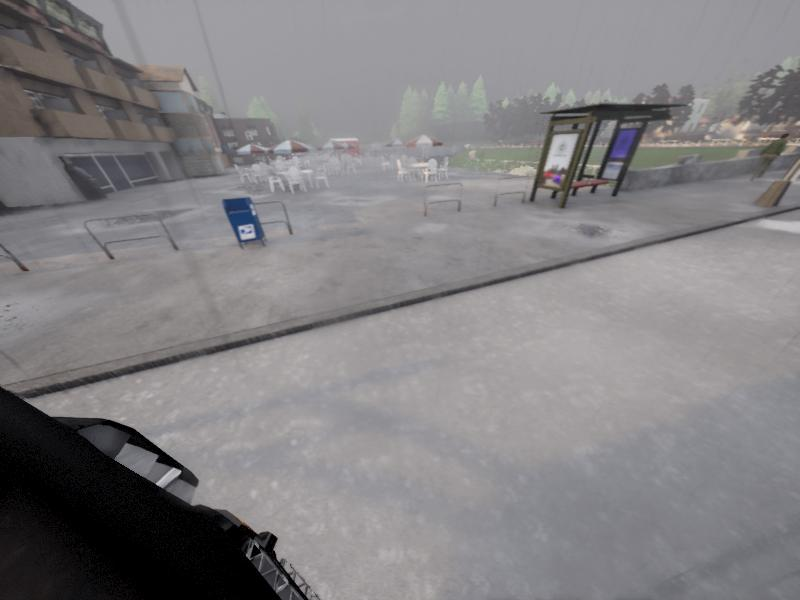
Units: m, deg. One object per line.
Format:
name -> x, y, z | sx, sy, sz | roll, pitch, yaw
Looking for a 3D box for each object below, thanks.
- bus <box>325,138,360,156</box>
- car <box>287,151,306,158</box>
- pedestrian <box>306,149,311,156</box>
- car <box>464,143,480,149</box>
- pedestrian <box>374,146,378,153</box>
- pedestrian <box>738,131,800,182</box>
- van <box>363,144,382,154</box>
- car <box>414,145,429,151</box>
bus -> -18.616, -49.835, 75.170 | 10.273, 4.253, 3.944 | -13, 35, -16
car -> -30.762, -43.544, 68.975 | 4.856, 1.649, 2.033 | -13, 35, -16
pedestrian -> -29.781, -48.043, 75.164 | 0.751, 1.860, 0.751 | -2, 34, 0
car -> 26.752, -57.078, 85.543 | 5.027, 1.651, 2.152 | -13, 35, -16
pedestrian -> -7.399, -46.182, 70.931 | 0.751, 1.860, 0.751 | -13, 35, -16
pedestrian -> 16.566, -6.395, 10.333 | 0.751, 1.860, 0.751 | -18, 37, -21
van -> -9.299, -51.420, 78.410 | 5.915, 2.561, 1.988 | -13, 35, -16
car -> 7.421, -52.614, 79.918 | 4.856, 1.649, 2.033 | -13, 35, -16
